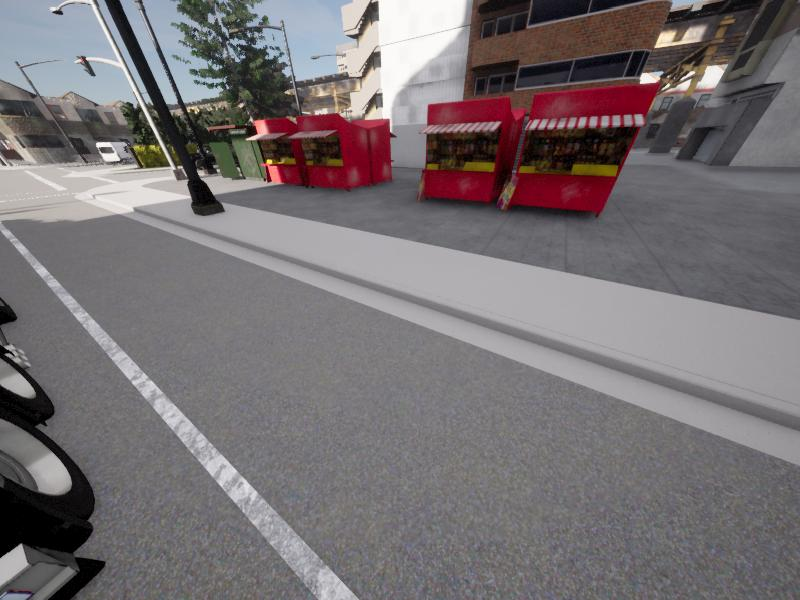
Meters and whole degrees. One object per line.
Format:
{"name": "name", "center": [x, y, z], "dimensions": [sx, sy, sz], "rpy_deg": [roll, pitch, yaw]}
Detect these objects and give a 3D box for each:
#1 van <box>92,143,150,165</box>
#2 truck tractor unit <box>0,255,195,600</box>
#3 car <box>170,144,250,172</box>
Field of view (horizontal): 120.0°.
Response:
{"name": "van", "center": [-40.436, -21.472, 33.806], "dimensions": [1.988, 2.561, 5.915], "rpy_deg": [-9, 35, -11]}
{"name": "truck tractor unit", "center": [-5.097, -0.314, 0.800], "dimensions": [6.516, 4.208, 3.053], "rpy_deg": [19, 39, 25]}
{"name": "car", "center": [-19.123, -14.652, 23.660], "dimensions": [2.150, 2.045, 5.566], "rpy_deg": [18, 39, 26]}
